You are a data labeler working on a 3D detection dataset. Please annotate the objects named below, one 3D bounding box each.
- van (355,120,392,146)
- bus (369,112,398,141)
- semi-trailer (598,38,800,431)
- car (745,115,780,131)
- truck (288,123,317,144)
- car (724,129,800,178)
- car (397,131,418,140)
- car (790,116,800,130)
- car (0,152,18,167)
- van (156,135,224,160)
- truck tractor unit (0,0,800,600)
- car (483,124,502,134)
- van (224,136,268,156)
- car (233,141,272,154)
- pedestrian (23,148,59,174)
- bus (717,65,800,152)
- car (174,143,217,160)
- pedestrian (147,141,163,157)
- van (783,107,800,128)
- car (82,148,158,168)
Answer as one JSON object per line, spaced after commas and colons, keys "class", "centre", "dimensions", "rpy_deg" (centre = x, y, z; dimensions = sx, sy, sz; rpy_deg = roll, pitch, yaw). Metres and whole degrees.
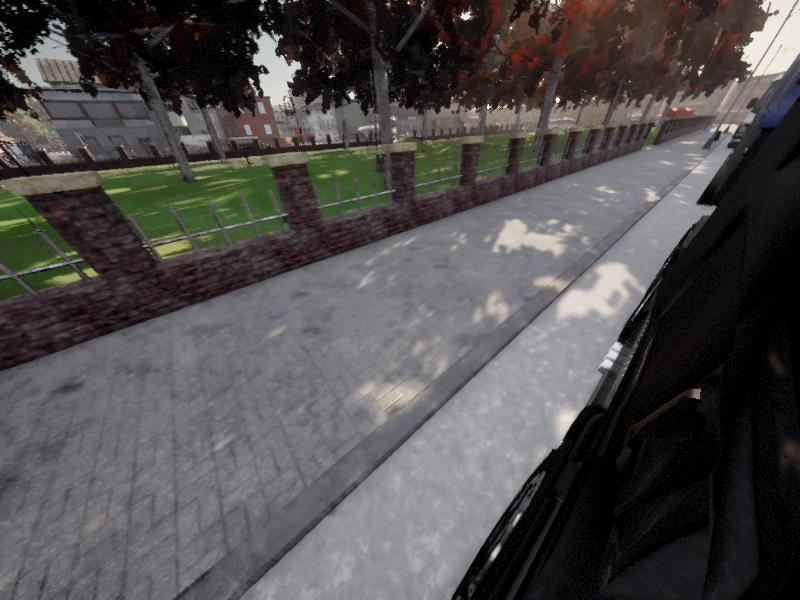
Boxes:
{"class": "van", "centre": [-4.866, -31.453, 43.649], "dimensions": [6.366, 2.431, 2.351], "rpy_deg": [-3, 55, 9]}
{"class": "bus", "centre": [-3.071, -35.763, 48.142], "dimensions": [3.944, 4.253, 10.273], "rpy_deg": [6, 34, 6]}
{"class": "semi-trailer", "centre": [8.697, -3.601, 4.236], "dimensions": [14.254, 4.402, 2.717], "rpy_deg": [-28, 44, -30]}
{"class": "car", "centre": [50.338, -24.657, 32.145], "dimensions": [5.238, 1.638, 1.930], "rpy_deg": [-28, 44, -30]}
{"class": "truck", "centre": [-23.591, -39.971, 55.598], "dimensions": [2.891, 3.827, 8.468], "rpy_deg": [-28, 43, -30]}
{"class": "car", "centre": [17.195, -6.887, 10.632], "dimensions": [5.357, 1.411, 2.033], "rpy_deg": [-28, 44, -30]}
{"class": "car", "centre": [1.702, -37.110, 52.134], "dimensions": [4.674, 1.442, 1.812], "rpy_deg": [-28, 43, -30]}
{"class": "car", "centre": [53.389, -23.099, 29.993], "dimensions": [4.792, 1.488, 2.163], "rpy_deg": [-28, 44, -30]}
{"class": "car", "centre": [-56.989, -19.739, 32.507], "dimensions": [1.882, 1.535, 5.008], "rpy_deg": [-28, 43, -30]}
{"class": "van", "centre": [-28.869, -21.265, 32.009], "dimensions": [6.366, 2.431, 2.351], "rpy_deg": [-28, 44, -30]}
{"class": "truck tractor unit", "centre": [2.645, -0.295, 0.351], "dimensions": [6.516, 4.208, 3.053], "rpy_deg": [-28, 44, -30]}
{"class": "car", "centre": [25.233, -46.589, 62.840], "dimensions": [5.566, 2.045, 2.150], "rpy_deg": [-30, 44, -32]}
{"class": "van", "centre": [-21.548, -21.683, 32.470], "dimensions": [4.442, 1.987, 1.775], "rpy_deg": [-29, 44, -31]}
{"class": "car", "centre": [-22.844, -23.721, 35.866], "dimensions": [4.718, 1.301, 1.895], "rpy_deg": [-26, 42, -28]}
{"class": "pedestrian", "centre": [-31.695, -12.316, 20.445], "dimensions": [0.751, 1.860, 0.751], "rpy_deg": [-28, 44, -30]}
{"class": "bus", "centre": [28.187, -13.820, 16.836], "dimensions": [10.273, 4.253, 3.944], "rpy_deg": [-28, 44, -30]}
{"class": "car", "centre": [-26.190, -19.088, 29.668], "dimensions": [3.633, 1.501, 1.845], "rpy_deg": [-29, 44, -31]}
{"class": "pedestrian", "centre": [-34.741, -21.360, 32.758], "dimensions": [0.751, 1.860, 0.751], "rpy_deg": [-31, 45, -32]}
{"class": "van", "centre": [64.762, -29.459, 37.206], "dimensions": [5.915, 2.561, 1.988], "rpy_deg": [-28, 44, -30]}
{"class": "car", "centre": [-31.625, -16.333, 26.434], "dimensions": [5.357, 1.411, 2.033], "rpy_deg": [-27, 43, -29]}
